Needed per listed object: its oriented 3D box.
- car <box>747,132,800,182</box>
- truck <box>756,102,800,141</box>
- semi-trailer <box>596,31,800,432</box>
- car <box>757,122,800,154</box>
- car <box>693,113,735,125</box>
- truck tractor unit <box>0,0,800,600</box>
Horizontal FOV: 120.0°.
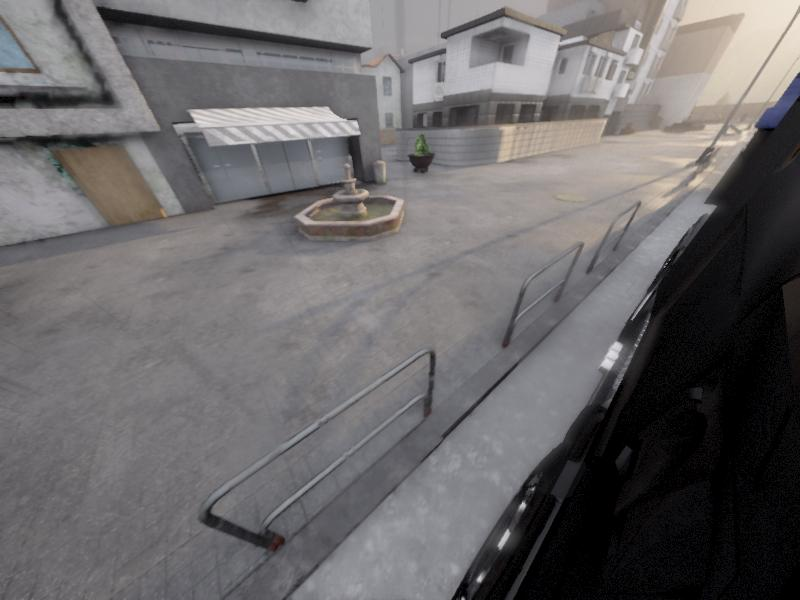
[{"bbox_3d":[16.345,-5.922,9.390,4.718,1.301,1.895,-27,43,-28],"label":"car"},{"bbox_3d":[33.417,-15.119,19.540,5.204,2.467,2.627,-26,43,-29],"label":"truck"},{"bbox_3d":[8.778,-3.558,4.134,14.254,4.402,2.717,-27,43,-29],"label":"semi-trailer"},{"bbox_3d":[24.474,-10.103,14.349,4.181,1.385,1.994,-27,43,-29],"label":"car"},{"bbox_3d":[62.288,-35.951,45.883,2.097,1.767,4.553,-27,43,-28],"label":"car"},{"bbox_3d":[2.645,-0.295,0.351,6.516,4.208,3.053,-28,44,-30],"label":"truck tractor unit"}]
